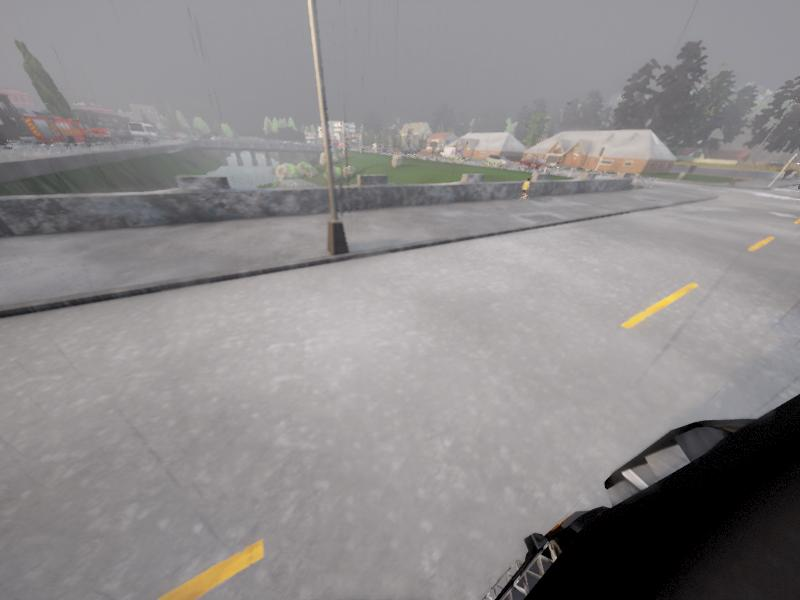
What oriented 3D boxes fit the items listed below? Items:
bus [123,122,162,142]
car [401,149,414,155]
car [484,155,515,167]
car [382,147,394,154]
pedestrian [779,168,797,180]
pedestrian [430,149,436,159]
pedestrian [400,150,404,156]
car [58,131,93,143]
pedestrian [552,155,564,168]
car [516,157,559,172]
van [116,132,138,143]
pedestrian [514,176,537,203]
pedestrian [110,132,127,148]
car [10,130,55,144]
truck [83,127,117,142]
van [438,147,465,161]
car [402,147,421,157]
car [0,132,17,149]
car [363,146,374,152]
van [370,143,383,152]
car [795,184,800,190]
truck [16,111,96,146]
[{"bbox_3d":[-72.399,-47.394,65.372,3.944,4.253,10.273,-15,38,-25],"label":"bus"},{"bbox_3d":[2.194,-43.790,68.363,1.816,1.474,4.193,-15,38,-25],"label":"car"},{"bbox_3d":[16.885,-23.720,39.412,2.007,1.525,4.514,-15,38,-25],"label":"car"},{"bbox_3d":[-3.654,-45.341,70.177,1.851,1.617,3.988,-15,38,-25],"label":"car"},{"bbox_3d":[71.371,-23.275,42.507,0.751,1.860,0.751,-16,38,-26],"label":"pedestrian"},{"bbox_3d":[6.845,-30.297,47.941,0.751,1.860,0.751,-15,38,-25],"label":"pedestrian"},{"bbox_3d":[0.383,-35.505,55.737,0.751,1.300,0.751,-6,35,-13],"label":"pedestrian"},{"bbox_3d":[-62.666,-31.521,44.726,1.930,1.638,5.238,-15,38,-25],"label":"car"},{"bbox_3d":[27.185,-23.765,39.758,0.751,1.860,0.751,-15,38,-25],"label":"pedestrian"},{"bbox_3d":[20.288,-20.178,34.364,1.882,1.535,5.008,-15,38,-24],"label":"car"},{"bbox_3d":[-65.044,-38.800,55.128,1.775,1.987,4.442,-15,38,-25],"label":"van"},{"bbox_3d":[6.102,-5.410,11.290,0.500,1.100,0.500,-15,38,-25],"label":"pedestrian"},{"bbox_3d":[-41.281,-23.427,33.859,0.751,1.860,0.751,-15,38,-25],"label":"pedestrian"},{"bbox_3d":[-56.653,-25.145,35.748,1.851,1.617,3.988,-15,38,-25],"label":"car"},{"bbox_3d":[-68.009,-37.506,52.518,2.627,2.467,5.204,-15,38,-25],"label":"truck"},{"bbox_3d":[11.767,-34.134,53.796,2.351,2.431,6.366,-15,38,-25],"label":"van"},{"bbox_3d":[2.943,-38.624,60.173,2.150,2.045,5.566,-15,37,-25],"label":"car"},{"bbox_3d":[-44.714,-17.191,24.825,1.816,1.474,4.193,-15,38,-25],"label":"car"},{"bbox_3d":[-11.010,-53.115,81.186,2.038,1.542,4.974,-15,38,-25],"label":"car"},{"bbox_3d":[-8.502,-55.477,84.160,2.351,2.431,6.366,-15,38,-25],"label":"van"},{"bbox_3d":[47.585,-13.212,26.233,4.181,1.385,1.994,-15,38,-25],"label":"car"},{"bbox_3d":[-52.358,-26.269,35.694,2.891,3.827,8.468,-15,37,-25],"label":"truck"}]
